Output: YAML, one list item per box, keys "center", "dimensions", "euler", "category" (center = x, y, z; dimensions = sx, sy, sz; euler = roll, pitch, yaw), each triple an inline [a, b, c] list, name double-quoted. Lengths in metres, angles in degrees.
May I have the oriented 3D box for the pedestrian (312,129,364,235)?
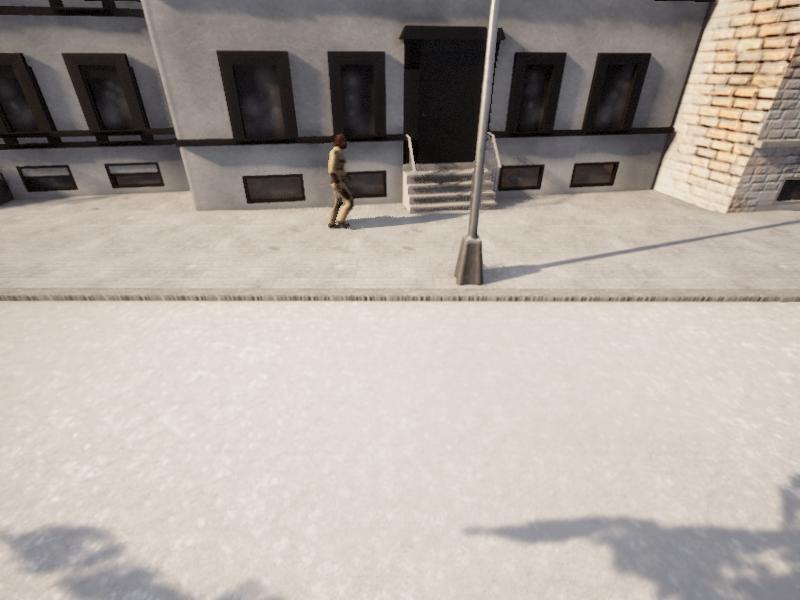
- center: [-1.167, -2.294, 7.828]
  dimensions: [0.751, 1.860, 0.751]
  euler: [1, 30, 1]
  category: "pedestrian"
